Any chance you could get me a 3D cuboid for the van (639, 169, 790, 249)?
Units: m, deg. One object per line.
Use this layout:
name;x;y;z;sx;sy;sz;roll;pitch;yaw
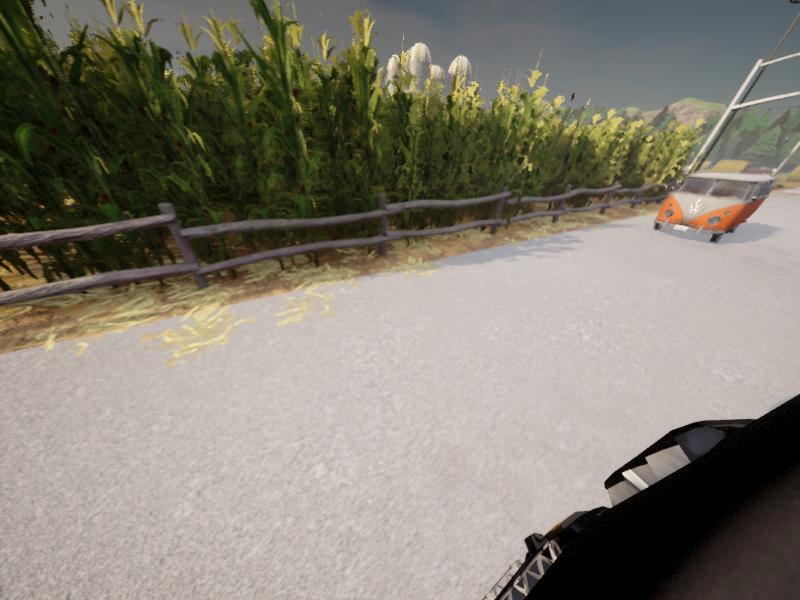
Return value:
van;11.063;-3.390;8.174;4.442;1.987;1.775;-16;38;-26
